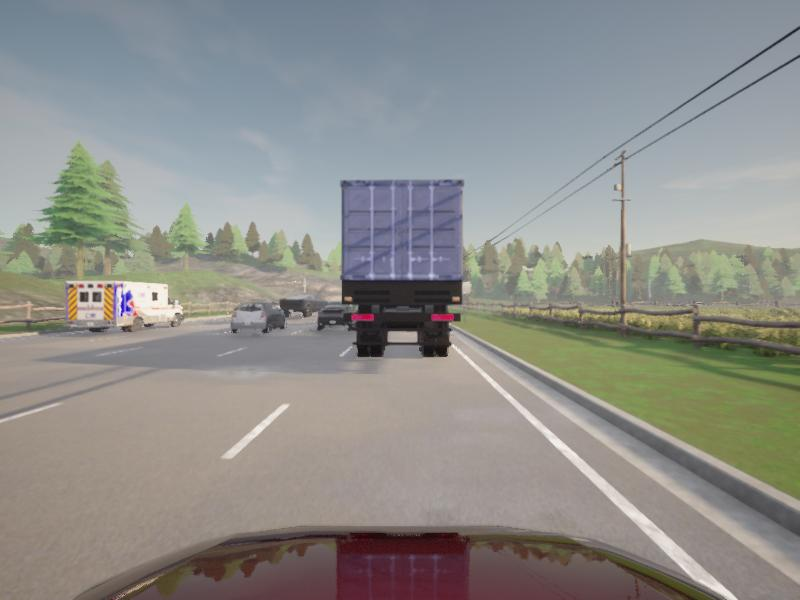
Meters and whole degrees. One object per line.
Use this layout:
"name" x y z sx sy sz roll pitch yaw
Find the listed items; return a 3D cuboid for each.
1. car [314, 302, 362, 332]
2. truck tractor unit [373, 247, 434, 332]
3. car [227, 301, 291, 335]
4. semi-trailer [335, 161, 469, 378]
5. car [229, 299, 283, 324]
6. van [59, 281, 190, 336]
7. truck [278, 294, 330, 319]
"car" -3.307 0.845 22.270 1.837 1.490 4.892 0 0 1
"truck tractor unit" 0.205 -0.522 23.197 3.053 4.208 6.516 0 0 1
"car" -6.833 0.828 19.782 1.845 1.501 3.633 0 0 1
"semi-trailer" 0.123 -0.619 15.278 2.717 4.402 14.254 0 0 1
"car" -10.237 0.772 28.922 1.930 1.638 5.238 0 0 1
"van" -13.820 0.378 20.805 2.351 2.431 6.366 0 0 1
"truck" -8.657 0.546 36.818 2.390 2.098 6.274 0 0 10
